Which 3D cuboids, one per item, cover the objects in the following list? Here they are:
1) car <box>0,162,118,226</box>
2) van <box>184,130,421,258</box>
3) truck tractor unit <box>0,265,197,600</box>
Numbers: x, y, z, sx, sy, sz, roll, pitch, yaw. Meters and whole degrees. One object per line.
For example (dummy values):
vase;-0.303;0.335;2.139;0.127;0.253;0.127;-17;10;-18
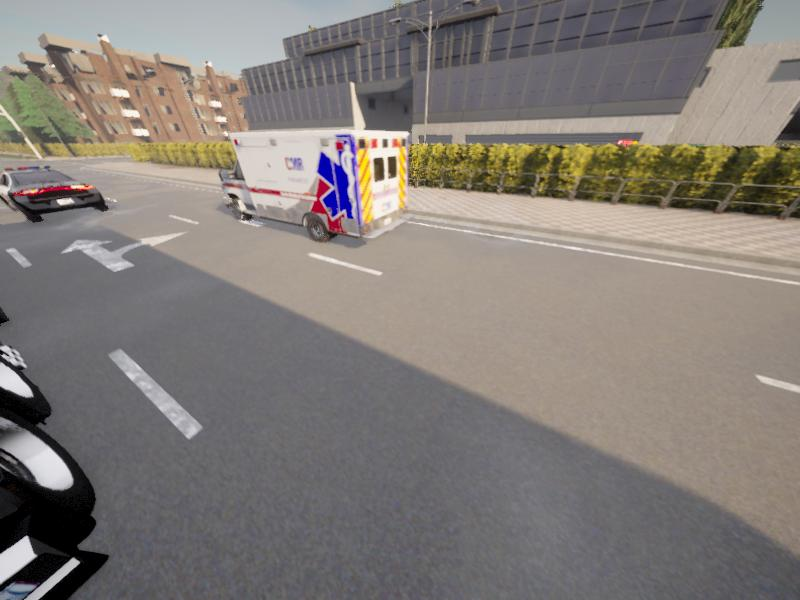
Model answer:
car;-13.685;-4.240;8.872;4.974;1.542;2.038;17;39;24
van;-2.836;-3.455;6.866;6.366;2.431;2.351;18;39;24
truck tractor unit;-5.115;-0.296;0.779;6.516;4.208;3.053;18;39;24
